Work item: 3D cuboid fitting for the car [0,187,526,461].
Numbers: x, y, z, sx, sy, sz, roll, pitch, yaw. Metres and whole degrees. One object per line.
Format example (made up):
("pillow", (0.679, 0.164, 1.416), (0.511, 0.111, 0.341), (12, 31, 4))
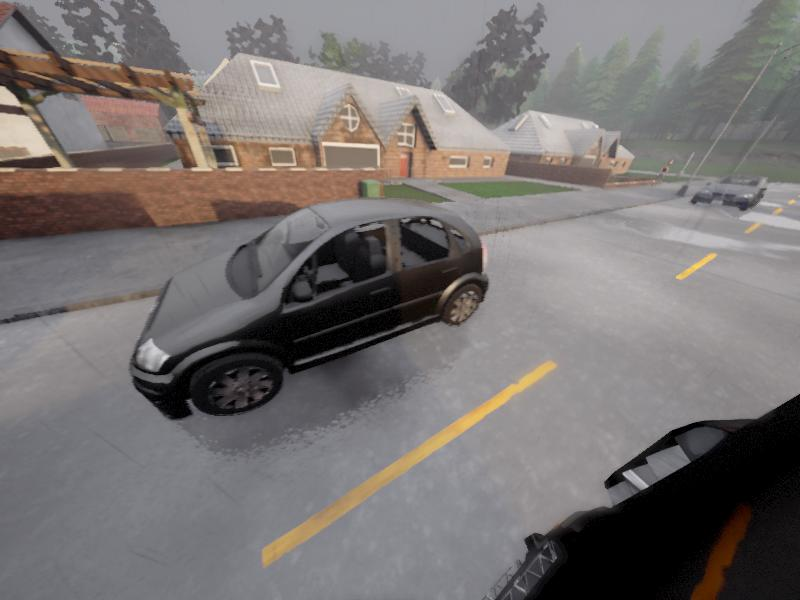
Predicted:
("car", (-0.718, -0.342, 2.946), (3.988, 1.617, 1.851), (-17, 38, -27))

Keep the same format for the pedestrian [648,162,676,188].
("pedestrian", (22.798, -10.886, 20.110), (0.751, 1.860, 0.751), (-17, 38, -27))

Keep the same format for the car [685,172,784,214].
("car", (19.452, -6.368, 13.474), (4.611, 1.667, 2.242), (-17, 38, -27))
